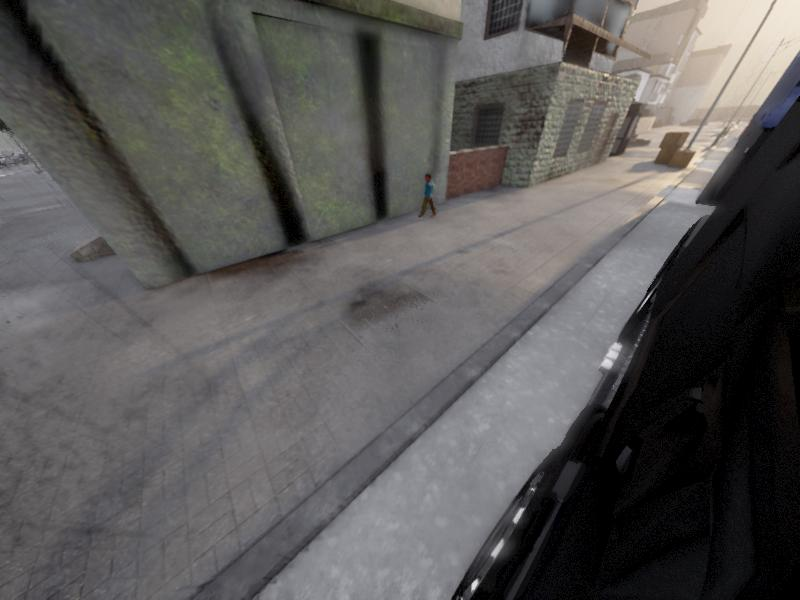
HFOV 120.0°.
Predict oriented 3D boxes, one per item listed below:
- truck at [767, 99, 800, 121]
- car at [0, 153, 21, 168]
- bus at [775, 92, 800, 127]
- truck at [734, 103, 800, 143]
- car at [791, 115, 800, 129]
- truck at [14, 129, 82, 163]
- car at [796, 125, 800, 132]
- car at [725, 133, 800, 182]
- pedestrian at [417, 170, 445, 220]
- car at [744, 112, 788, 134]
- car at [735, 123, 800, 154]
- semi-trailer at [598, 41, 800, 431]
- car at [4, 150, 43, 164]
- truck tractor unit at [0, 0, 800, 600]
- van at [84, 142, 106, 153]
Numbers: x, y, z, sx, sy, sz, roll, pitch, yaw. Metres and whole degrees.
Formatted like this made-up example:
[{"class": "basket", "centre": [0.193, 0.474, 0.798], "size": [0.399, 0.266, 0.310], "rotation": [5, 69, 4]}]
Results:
[{"class": "truck", "centre": [91.570, -43.105, 52.182], "size": [2.891, 3.827, 8.468], "rotation": [-28, 44, -30]}, {"class": "car", "centre": [-52.560, -18.199, 30.188], "size": [1.895, 1.301, 4.718], "rotation": [-28, 44, -30]}, {"class": "bus", "centre": [62.630, -29.313, 35.257], "size": [10.273, 4.253, 3.944], "rotation": [-28, 44, -30]}, {"class": "truck", "centre": [32.250, -15.403, 20.078], "size": [5.204, 2.467, 2.627], "rotation": [-29, 44, -29]}, {"class": "car", "centre": [55.663, -24.386, 31.386], "size": [5.008, 1.535, 1.882], "rotation": [-28, 44, -30]}, {"class": "truck", "centre": [-54.371, -24.156, 36.138], "size": [2.891, 3.827, 8.468], "rotation": [-28, 44, -30]}, {"class": "car", "centre": [48.617, -20.664, 26.778], "size": [5.238, 1.638, 1.930], "rotation": [-28, 44, -30]}, {"class": "car", "centre": [15.930, -6.188, 9.824], "size": [4.718, 1.301, 1.895], "rotation": [-28, 44, -30]}, {"class": "pedestrian", "centre": [0.815, -2.811, 6.213], "size": [0.500, 1.100, 0.500], "rotation": [-23, 41, -25]}, {"class": "car", "centre": [41.719, -20.213, 26.405], "size": [3.866, 1.878, 1.905], "rotation": [-28, 44, -30]}, {"class": "car", "centre": [24.133, -10.606, 15.132], "size": [4.181, 1.385, 1.994], "rotation": [-28, 44, -30]}, {"class": "semi-trailer", "centre": [8.685, -3.617, 4.236], "size": [14.254, 4.402, 2.717], "rotation": [-28, 44, -30]}, {"class": "car", "centre": [-58.613, -22.401, 36.055], "size": [1.812, 1.442, 4.674], "rotation": [-28, 44, -30]}, {"class": "truck tractor unit", "centre": [2.645, -0.295, 0.351], "size": [6.516, 4.208, 3.053], "rotation": [-28, 44, -30]}, {"class": "van", "centre": [-75.290, -37.775, 57.142], "size": [2.069, 2.038, 4.480], "rotation": [-28, 44, -30]}]
